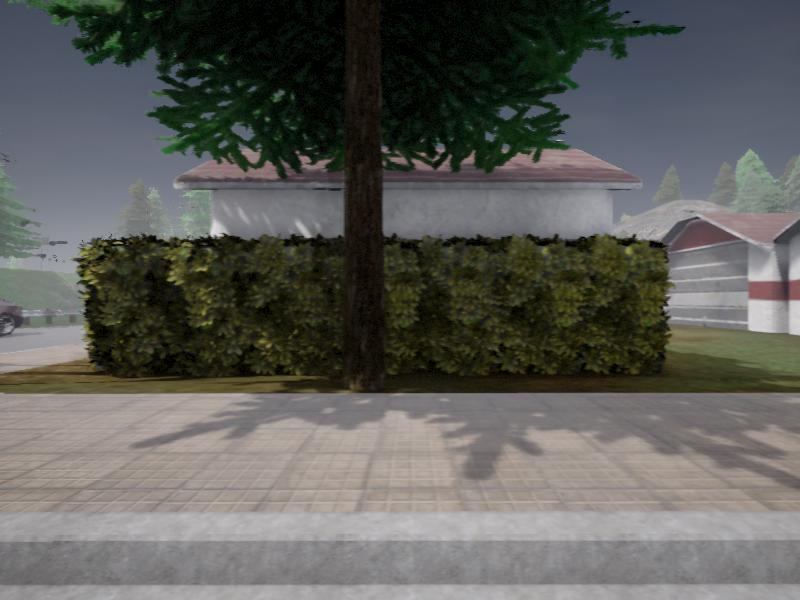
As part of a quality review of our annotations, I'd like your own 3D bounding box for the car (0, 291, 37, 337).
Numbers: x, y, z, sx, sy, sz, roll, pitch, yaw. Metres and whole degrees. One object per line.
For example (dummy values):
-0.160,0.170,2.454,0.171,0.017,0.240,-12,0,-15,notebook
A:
-13.954,0.460,11.774,2.163,1.488,4.792,0,0,1,car
